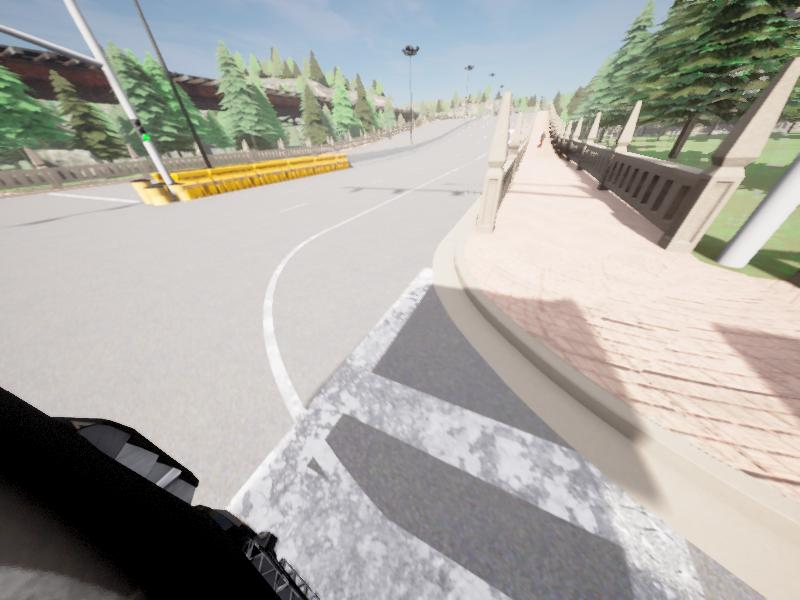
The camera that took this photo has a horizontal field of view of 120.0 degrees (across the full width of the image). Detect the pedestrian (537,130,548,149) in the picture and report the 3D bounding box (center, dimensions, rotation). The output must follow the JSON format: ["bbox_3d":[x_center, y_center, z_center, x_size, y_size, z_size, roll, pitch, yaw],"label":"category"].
[{"bbox_3d":[17.555,-19.818,28.492,0.751,1.860,0.751,13,38,22],"label":"pedestrian"}]
